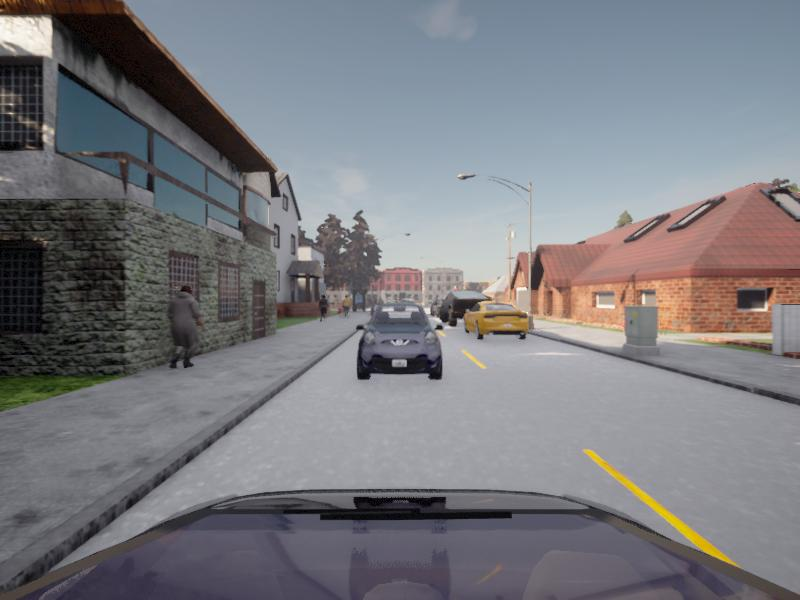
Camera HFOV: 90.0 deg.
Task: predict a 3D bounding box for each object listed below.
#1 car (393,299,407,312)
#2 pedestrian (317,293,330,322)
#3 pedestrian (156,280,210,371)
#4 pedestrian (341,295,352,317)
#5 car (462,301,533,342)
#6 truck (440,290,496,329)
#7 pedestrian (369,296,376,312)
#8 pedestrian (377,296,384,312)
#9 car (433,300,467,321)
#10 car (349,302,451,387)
[{"bbox_3d":[-0.034,0.729,55.263,1.851,1.617,3.988,0,0,0],"label":"car"},{"bbox_3d":[-5.032,0.505,26.362,0.751,1.860,0.751,0,0,1],"label":"pedestrian"},{"bbox_3d":[-4.628,0.524,8.589,0.751,1.860,0.751,0,0,1],"label":"pedestrian"},{"bbox_3d":[-4.551,0.497,34.009,0.751,1.860,0.751,0,0,9],"label":"pedestrian"},{"bbox_3d":[3.990,0.804,17.282,1.882,1.535,5.008,0,0,0],"label":"car"},{"bbox_3d":[3.983,0.515,24.746,2.390,2.098,6.274,0,0,0],"label":"truck"},{"bbox_3d":[-3.163,0.475,46.577,0.751,1.860,0.751,0,0,2],"label":"pedestrian"},{"bbox_3d":[-2.297,0.474,47.708,0.751,1.860,0.751,0,0,4],"label":"pedestrian"},{"bbox_3d":[3.970,0.801,32.482,2.128,1.511,4.902,0,0,0],"label":"car"},{"bbox_3d":[-0.006,0.816,9.049,1.845,1.501,3.633,0,0,0],"label":"car"}]
